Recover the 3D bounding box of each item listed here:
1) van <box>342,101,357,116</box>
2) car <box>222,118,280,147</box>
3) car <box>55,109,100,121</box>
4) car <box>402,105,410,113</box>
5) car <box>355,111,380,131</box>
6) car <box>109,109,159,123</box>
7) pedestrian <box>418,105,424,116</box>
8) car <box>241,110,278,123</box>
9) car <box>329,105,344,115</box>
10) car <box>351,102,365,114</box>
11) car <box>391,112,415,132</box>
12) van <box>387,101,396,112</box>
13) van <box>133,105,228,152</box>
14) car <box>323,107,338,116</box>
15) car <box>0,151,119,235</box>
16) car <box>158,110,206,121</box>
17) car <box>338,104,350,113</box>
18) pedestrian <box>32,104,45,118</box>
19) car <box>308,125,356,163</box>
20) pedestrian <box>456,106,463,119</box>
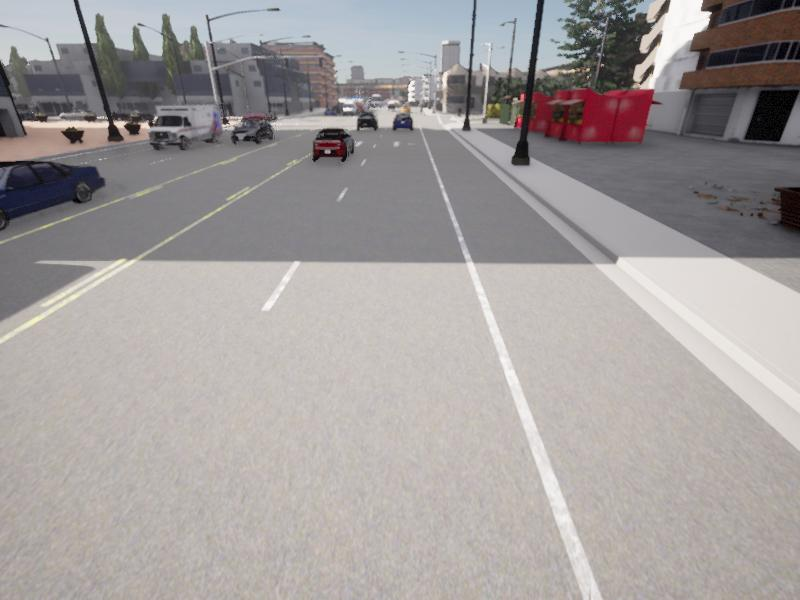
[{"bbox_3d":[-9.405,-35.868,74.866,1.988,2.561,5.915,0,27,1],"label":"van"},{"bbox_3d":[-10.404,-11.974,28.384,2.128,1.511,4.902,0,27,1],"label":"car"},{"bbox_3d":[-44.893,-25.759,55.731,4.514,1.525,2.007,3,26,5],"label":"car"},{"bbox_3d":[1.386,-42.863,89.638,1.882,1.535,5.008,0,28,1],"label":"car"},{"bbox_3d":[-3.153,-17.812,39.703,1.930,1.638,5.238,0,27,1],"label":"car"},{"bbox_3d":[-34.779,-24.121,52.326,5.008,1.535,1.882,1,26,1],"label":"car"},{"bbox_3d":[3.921,-34.859,73.610,0.751,1.860,0.751,-16,30,-29],"label":"pedestrian"},{"bbox_3d":[-18.329,-24.000,52.313,4.181,1.385,1.994,-2,27,-5],"label":"car"},{"bbox_3d":[-12.787,-38.297,80.701,1.930,1.638,5.238,1,27,1],"label":"car"},{"bbox_3d":[-9.141,-42.112,87.651,2.150,2.045,5.566,1,27,1],"label":"car"},{"bbox_3d":[0.333,-17.623,39.502,2.163,1.488,4.792,0,27,1],"label":"car"},{"bbox_3d":[-1.989,-46.212,95.449,2.069,2.038,4.480,0,28,1],"label":"van"},{"bbox_3d":[-13.952,-11.340,26.140,2.351,2.431,6.366,0,27,1],"label":"van"},{"bbox_3d":[-12.929,-35.093,74.511,1.816,1.474,4.193,0,26,1],"label":"car"},{"bbox_3d":[-10.769,-3.074,11.132,2.033,1.411,5.357,1,27,1],"label":"car"},{"bbox_3d":[-30.080,-25.558,55.384,5.357,1.411,2.033,1,26,1],"label":"car"},{"bbox_3d":[-12.597,-43.157,90.204,1.882,1.535,5.008,1,28,1],"label":"car"},{"bbox_3d":[-55.958,-29.250,61.947,0.751,1.860,0.751,9,28,17],"label":"pedestrian"},{"bbox_3d":[-3.546,-8.500,21.639,1.816,1.474,4.193,0,27,1],"label":"car"},{"bbox_3d":[9.416,-29.823,63.481,0.751,1.860,0.751,-2,26,-4],"label":"pedestrian"}]
